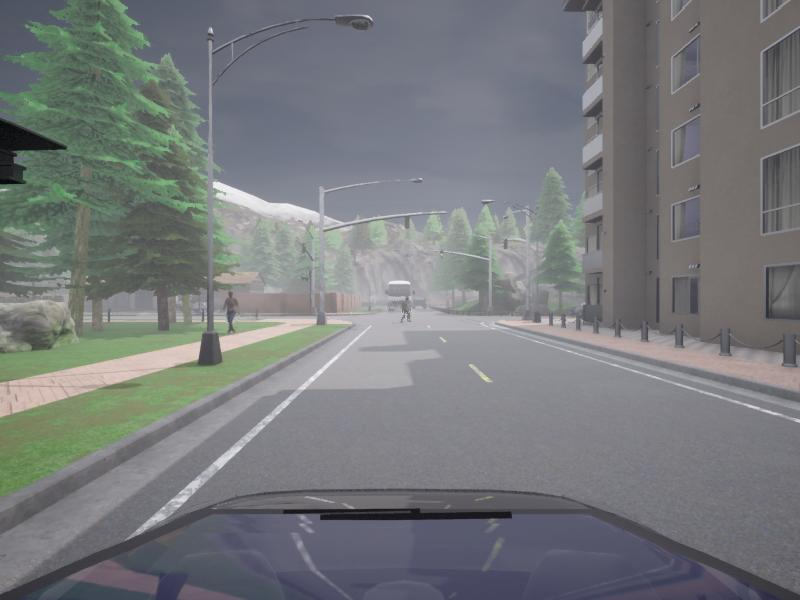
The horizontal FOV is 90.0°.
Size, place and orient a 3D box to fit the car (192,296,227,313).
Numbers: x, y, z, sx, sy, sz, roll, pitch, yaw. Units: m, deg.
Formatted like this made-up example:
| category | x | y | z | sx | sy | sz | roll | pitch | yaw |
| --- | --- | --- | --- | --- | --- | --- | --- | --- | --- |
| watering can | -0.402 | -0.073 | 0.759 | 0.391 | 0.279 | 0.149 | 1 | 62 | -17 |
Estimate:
| category | x | y | z | sx | sy | sz | roll | pitch | yaw |
| --- | --- | --- | --- | --- | --- | --- | --- | --- | --- |
| car | -21.587 | 0.503 | 45.523 | 1.932 | 1.855 | 4.605 | 0 | 0 | -1 |

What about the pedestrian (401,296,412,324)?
| category | x | y | z | sx | sy | sz | roll | pitch | yaw |
| --- | --- | --- | --- | --- | --- | --- | --- | --- | --- |
| pedestrian | 0.417 | 0.637 | 26.945 | 0.751 | 1.860 | 0.751 | 0 | 0 | 1 |

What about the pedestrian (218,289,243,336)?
| category | x | y | z | sx | sy | sz | roll | pitch | yaw |
| --- | --- | --- | --- | --- | --- | --- | --- | --- | --- |
| pedestrian | -6.850 | 0.485 | 16.205 | 0.751 | 1.860 | 0.751 | 0 | 0 | -3 |

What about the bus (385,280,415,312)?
| category | x | y | z | sx | sy | sz | roll | pitch | yaw |
| --- | --- | --- | --- | --- | --- | --- | --- | --- | --- |
| bus | 0.035 | -0.534 | 57.845 | 3.944 | 4.253 | 10.273 | 0 | 0 | 0 |

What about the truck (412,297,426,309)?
| category | x | y | z | sx | sy | sz | roll | pitch | yaw |
| --- | --- | --- | --- | --- | --- | --- | --- | --- | --- |
| truck | 3.393 | 0.541 | 72.464 | 2.390 | 2.098 | 6.274 | 0 | 0 | 0 |

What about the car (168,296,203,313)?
| category | x | y | z | sx | sy | sz | roll | pitch | yaw |
| --- | --- | --- | --- | --- | --- | --- | --- | --- | --- |
| car | -24.091 | 0.505 | 45.073 | 1.905 | 1.878 | 3.866 | 0 | 0 | -1 |
